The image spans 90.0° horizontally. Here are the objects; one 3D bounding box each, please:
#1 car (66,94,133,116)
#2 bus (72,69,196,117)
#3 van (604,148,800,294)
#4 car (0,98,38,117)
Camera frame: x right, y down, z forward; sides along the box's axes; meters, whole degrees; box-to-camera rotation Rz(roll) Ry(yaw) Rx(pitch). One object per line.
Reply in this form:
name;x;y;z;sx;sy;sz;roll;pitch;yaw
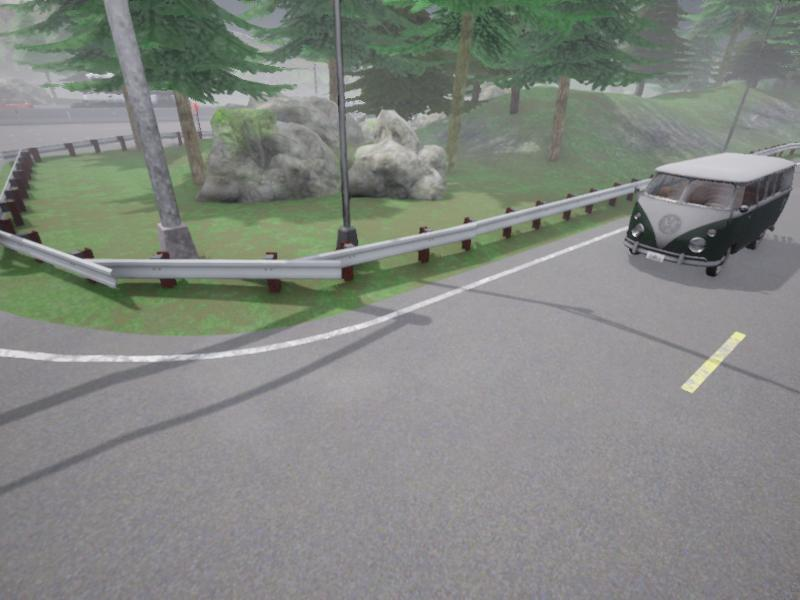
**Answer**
car;-34.015;-22.148;45.391;5.566;2.045;2.150;-19;34;-34
bus;-29.064;-22.711;44.297;10.273;4.253;3.944;-18;33;-34
van;6.555;-1.936;8.482;4.442;1.987;1.775;-19;34;-34
car;-40.349;-19.744;40.967;4.611;1.667;2.242;-19;34;-34
